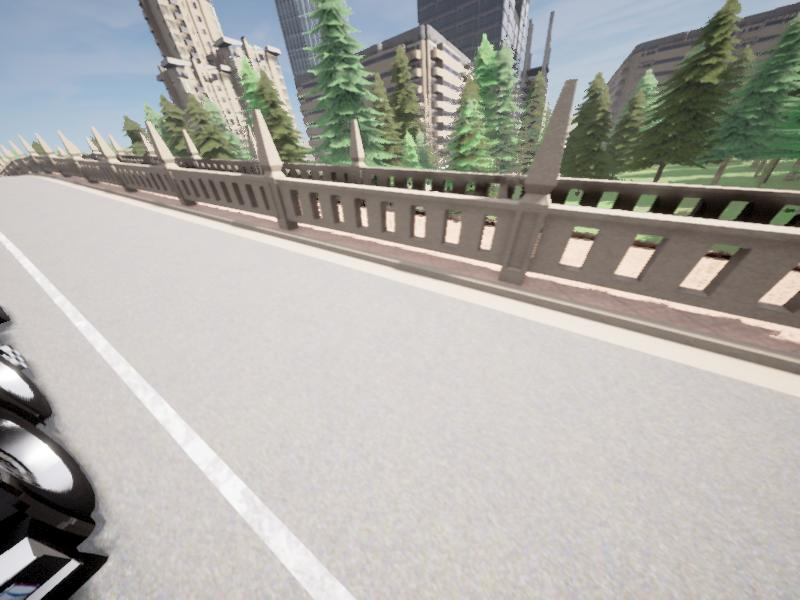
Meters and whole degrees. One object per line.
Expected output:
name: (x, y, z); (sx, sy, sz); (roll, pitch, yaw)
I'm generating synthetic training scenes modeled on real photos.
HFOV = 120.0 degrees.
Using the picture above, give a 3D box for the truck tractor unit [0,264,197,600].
truck tractor unit: (-5.110, -0.302, 0.781); (6.516, 4.208, 3.053); (18, 39, 24)
